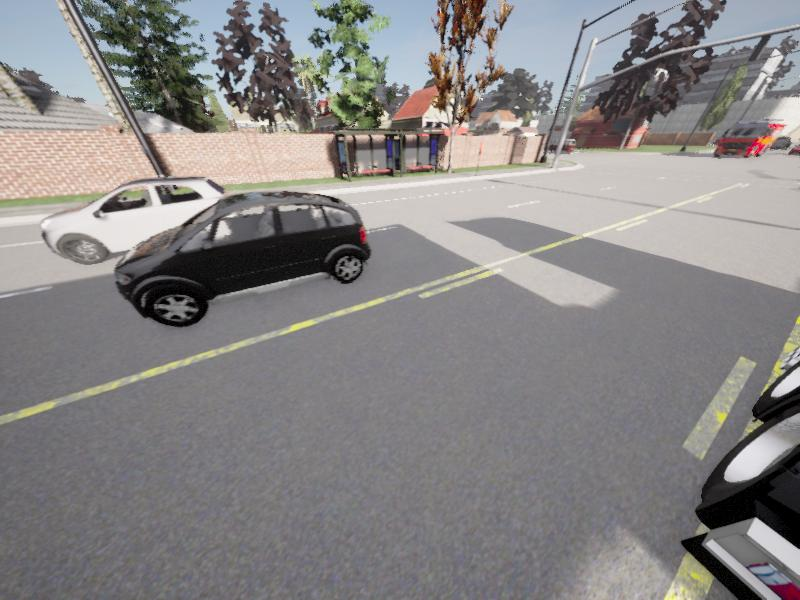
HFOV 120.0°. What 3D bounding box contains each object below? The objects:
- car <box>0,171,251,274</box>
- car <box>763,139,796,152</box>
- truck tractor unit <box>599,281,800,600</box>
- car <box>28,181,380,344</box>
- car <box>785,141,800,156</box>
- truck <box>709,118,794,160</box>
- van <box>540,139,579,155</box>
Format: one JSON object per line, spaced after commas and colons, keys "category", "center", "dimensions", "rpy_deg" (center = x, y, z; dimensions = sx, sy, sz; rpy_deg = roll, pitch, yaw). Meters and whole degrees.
{"category": "car", "center": [-6.035, -2.125, 5.663], "dimensions": [3.633, 1.501, 1.845], "rpy_deg": [-18, 39, -24]}
{"category": "car", "center": [62.211, -25.361, 37.860], "dimensions": [4.892, 1.490, 1.837], "rpy_deg": [-19, 39, -24]}
{"category": "truck tractor unit", "center": [5.135, -0.276, 0.738], "dimensions": [6.516, 4.208, 3.053], "rpy_deg": [-17, 38, -23]}
{"category": "car", "center": [-2.437, -1.002, 4.071], "dimensions": [3.705, 1.549, 1.789], "rpy_deg": [-18, 39, -25]}
{"category": "car", "center": [54.175, -20.247, 30.788], "dimensions": [4.514, 1.525, 2.007], "rpy_deg": [-19, 39, -24]}
{"category": "truck", "center": [42.677, -19.615, 28.133], "dimensions": [8.468, 3.827, 2.891], "rpy_deg": [-18, 39, -23]}
{"category": "van", "center": [25.765, -24.895, 37.488], "dimensions": [1.775, 1.987, 4.442], "rpy_deg": [-20, 40, -25]}
